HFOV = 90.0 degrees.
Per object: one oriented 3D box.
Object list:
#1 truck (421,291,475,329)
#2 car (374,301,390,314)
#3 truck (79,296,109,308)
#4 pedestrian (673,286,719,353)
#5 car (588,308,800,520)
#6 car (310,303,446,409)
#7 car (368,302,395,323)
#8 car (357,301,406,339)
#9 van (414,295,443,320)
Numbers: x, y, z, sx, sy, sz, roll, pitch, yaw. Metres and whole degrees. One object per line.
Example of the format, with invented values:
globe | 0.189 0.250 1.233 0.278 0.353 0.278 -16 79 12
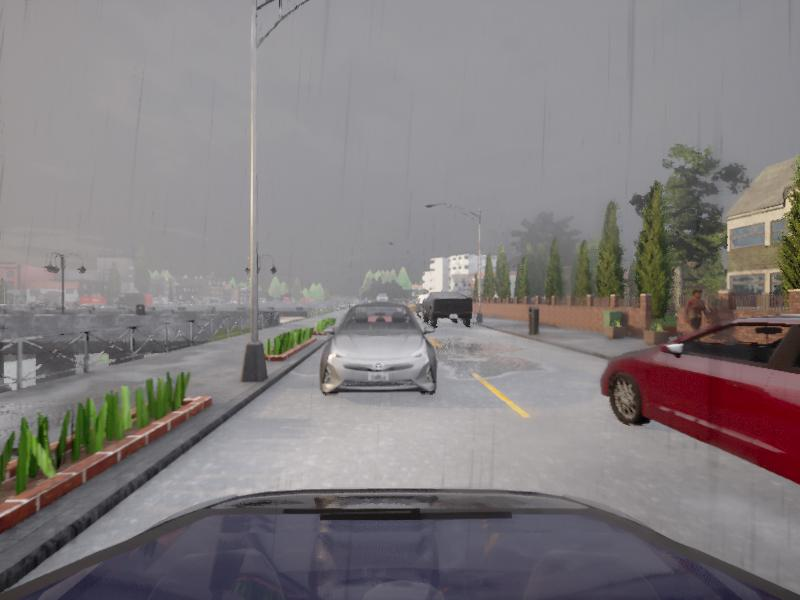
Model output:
truck | 2.841 0.555 25.284 2.390 2.098 6.274 0 0 -2
car | -2.135 0.846 47.917 1.882 1.535 5.008 0 0 -2
truck | -65.521 0.397 85.715 2.627 2.467 5.204 0 0 -2
pedestrian | 8.402 0.539 11.384 0.751 1.860 0.751 0 0 -3
car | 3.761 0.856 3.839 1.816 1.474 4.193 0 0 -2
car | -0.406 0.833 8.159 2.007 1.525 4.514 0 0 -2
car | -1.367 0.869 29.415 1.816 1.474 4.193 0 0 -3
car | -0.857 0.838 18.788 2.007 1.525 4.514 0 0 -2
van | 2.412 0.589 35.183 2.069 2.038 4.480 0 0 -2
